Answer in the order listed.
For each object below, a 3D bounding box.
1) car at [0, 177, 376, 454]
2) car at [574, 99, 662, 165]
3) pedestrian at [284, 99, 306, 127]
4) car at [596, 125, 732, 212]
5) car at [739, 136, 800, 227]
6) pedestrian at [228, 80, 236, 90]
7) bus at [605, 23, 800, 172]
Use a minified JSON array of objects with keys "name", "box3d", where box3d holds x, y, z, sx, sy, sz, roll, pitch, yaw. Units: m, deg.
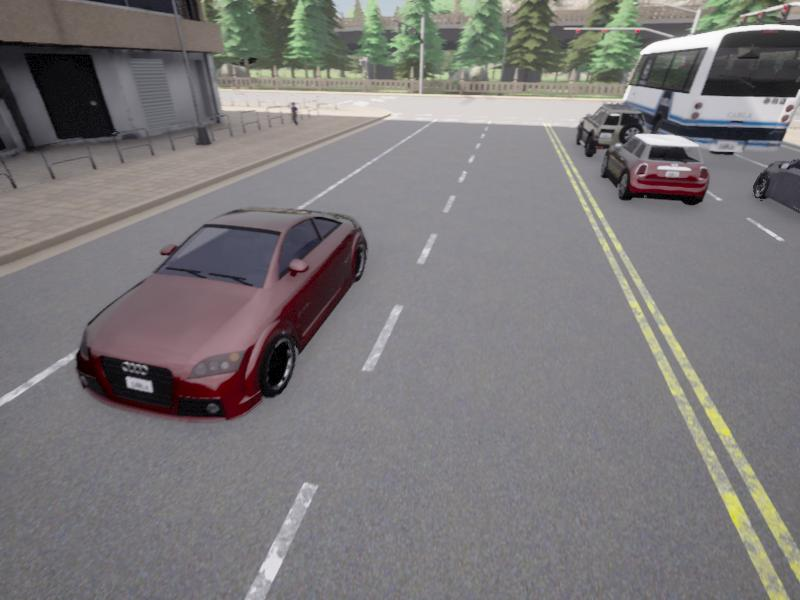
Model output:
[{"name":"car","box3d":[-1.894,-0.353,5.239,1.994,1.385,4.181,8,31,12]},{"name":"car","box3d":[8.570,-6.979,16.263,1.932,1.855,4.605,8,31,12]},{"name":"pedestrian","box3d":[-5.670,-10.111,21.597,0.751,1.300,0.751,8,31,12]},{"name":"car","box3d":[7.094,-3.873,11.319,1.970,1.475,3.806,8,31,12]},{"name":"car","box3d":[10.131,-2.699,9.312,1.845,1.501,3.633,8,31,12]},{"name":"pedestrian","box3d":[-21.371,-27.362,50.925,0.500,1.100,0.500,9,31,14]},{"name":"bus","box3d":[12.600,-9.043,17.516,3.944,4.253,10.273,8,31,12]}]
